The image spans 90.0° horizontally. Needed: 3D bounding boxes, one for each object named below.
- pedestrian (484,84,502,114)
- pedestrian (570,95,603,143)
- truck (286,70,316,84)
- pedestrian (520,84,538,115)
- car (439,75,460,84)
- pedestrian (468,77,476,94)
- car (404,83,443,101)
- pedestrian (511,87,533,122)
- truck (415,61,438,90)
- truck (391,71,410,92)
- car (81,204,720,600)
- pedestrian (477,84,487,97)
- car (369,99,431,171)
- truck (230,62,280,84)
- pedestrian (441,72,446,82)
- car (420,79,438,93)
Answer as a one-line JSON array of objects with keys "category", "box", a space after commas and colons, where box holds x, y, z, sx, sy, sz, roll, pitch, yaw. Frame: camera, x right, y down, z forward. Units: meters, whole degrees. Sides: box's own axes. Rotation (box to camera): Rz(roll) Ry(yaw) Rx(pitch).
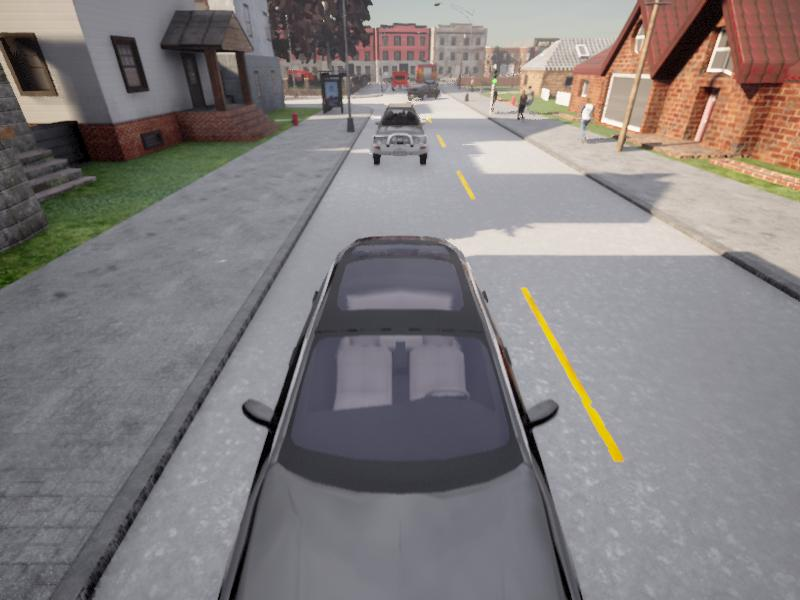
[{"category": "pedestrian", "box": [6.670, -14.411, 28.668, 0.751, 1.860, 0.751, -9, 32, -16]}, {"category": "pedestrian", "box": [8.160, -7.935, 17.556, 0.751, 1.860, 0.751, 3, 30, 5]}, {"category": "truck", "box": [-19.886, -44.962, 80.728, 5.204, 2.467, 2.627, 0, 30, -1]}, {"category": "pedestrian", "box": [9.070, -14.134, 28.193, 0.751, 1.860, 0.751, -1, 30, -2]}, {"category": "car", "box": [10.424, -46.617, 84.435, 3.988, 1.617, 1.851, 0, 30, 0]}, {"category": "pedestrian", "box": [9.125, -27.152, 50.529, 0.751, 1.860, 0.751, 8, 31, 13]}, {"category": "car", "box": [2.551, -22.248, 42.731, 1.837, 1.490, 4.892, 18, 35, 28]}, {"category": "pedestrian", "box": [7.355, -11.794, 24.176, 0.751, 1.860, 0.751, -3, 30, -6]}, {"category": "truck", "box": [4.009, -35.183, 62.612, 2.891, 3.827, 8.468, 0, 30, 0]}, {"category": "truck", "box": [-0.004, -31.991, 58.478, 2.627, 2.467, 5.204, 0, 30, 0]}, {"category": "car", "box": [0.002, 0.657, 3.412, 2.128, 1.511, 4.902, 0, 30, 0]}, {"category": "pedestrian", "box": [9.098, -23.280, 44.441, 0.751, 1.300, 0.751, -2, 30, -3]}, {"category": "car", "box": [0.010, -6.342, 15.054, 1.932, 1.855, 4.605, 0, 31, 0]}, {"category": "truck", "box": [-29.047, -45.549, 80.385, 8.468, 3.827, 2.891, 0, 30, 0]}, {"category": "pedestrian", "box": [9.641, -49.325, 88.574, 0.751, 1.860, 0.751, 0, 30, 0]}, {"category": "car", "box": [4.002, -29.848, 55.755, 2.128, 1.511, 4.902, 0, 30, 0]}]
